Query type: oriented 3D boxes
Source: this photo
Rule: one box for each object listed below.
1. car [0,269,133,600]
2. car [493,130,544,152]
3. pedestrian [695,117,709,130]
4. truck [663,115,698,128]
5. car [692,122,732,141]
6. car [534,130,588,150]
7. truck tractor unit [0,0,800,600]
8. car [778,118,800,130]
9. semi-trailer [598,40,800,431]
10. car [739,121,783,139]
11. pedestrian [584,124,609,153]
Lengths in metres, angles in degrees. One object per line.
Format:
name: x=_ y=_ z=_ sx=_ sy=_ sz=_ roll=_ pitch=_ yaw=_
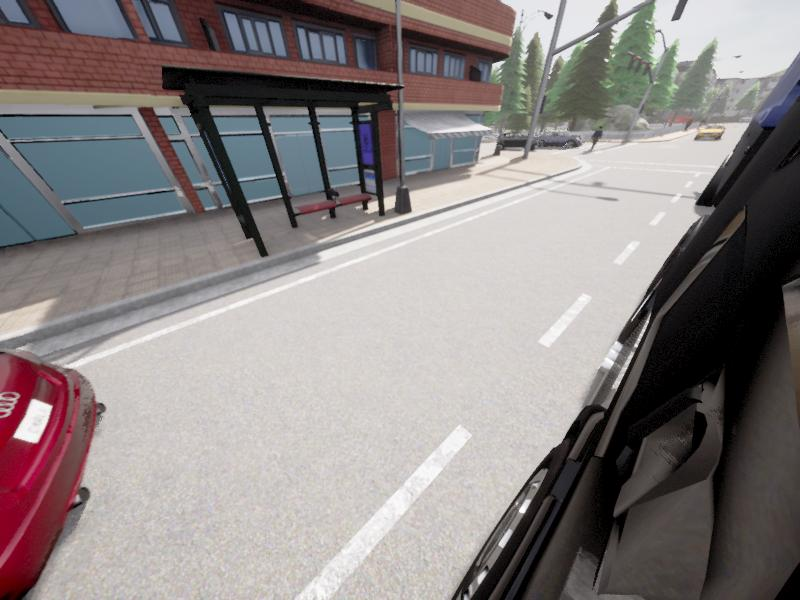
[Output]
car: x=-3.964 y=1.603 z=0.507 sx=4.181 sy=1.385 sz=1.994 roll=-28 pitch=44 yaw=-31
car: x=11.246 y=-15.186 z=22.096 sx=3.705 sy=1.549 sz=1.789 roll=23 pitch=44 yaw=30
pedestrian: x=56.033 y=-32.716 z=42.883 sx=0.751 sy=1.860 sz=0.751 roll=-26 pitch=42 yaw=-28
truck: x=75.571 y=-48.083 z=62.351 sx=2.627 sy=2.467 sz=5.204 roll=-27 pitch=43 yaw=-29
car: x=35.618 y=-19.264 z=26.360 sx=5.366 sy=1.575 sz=1.801 roll=-27 pitch=43 yaw=-29
car: x=15.664 y=-15.700 z=22.617 sx=3.806 sy=1.475 sz=1.970 roll=27 pitch=45 yaw=33
truck tractor unit: x=2.645 y=-0.295 z=0.351 sx=6.516 sy=4.208 sz=3.053 roll=-28 pitch=44 yaw=-30
car: x=63.285 y=-28.362 z=37.186 sx=5.008 sy=1.535 sz=1.882 roll=-28 pitch=44 yaw=-31
semi-trailer: x=8.699 y=-3.582 z=4.258 sx=14.254 sy=4.402 sz=2.717 roll=-28 pitch=44 yaw=-30
car: x=41.376 y=-19.566 z=26.542 sx=4.792 sy=1.488 sz=2.163 roll=-28 pitch=43 yaw=-30
pedestrian: x=15.834 y=-13.014 z=18.626 sx=0.751 sy=1.860 sz=0.751 roll=-27 pitch=43 yaw=-29
